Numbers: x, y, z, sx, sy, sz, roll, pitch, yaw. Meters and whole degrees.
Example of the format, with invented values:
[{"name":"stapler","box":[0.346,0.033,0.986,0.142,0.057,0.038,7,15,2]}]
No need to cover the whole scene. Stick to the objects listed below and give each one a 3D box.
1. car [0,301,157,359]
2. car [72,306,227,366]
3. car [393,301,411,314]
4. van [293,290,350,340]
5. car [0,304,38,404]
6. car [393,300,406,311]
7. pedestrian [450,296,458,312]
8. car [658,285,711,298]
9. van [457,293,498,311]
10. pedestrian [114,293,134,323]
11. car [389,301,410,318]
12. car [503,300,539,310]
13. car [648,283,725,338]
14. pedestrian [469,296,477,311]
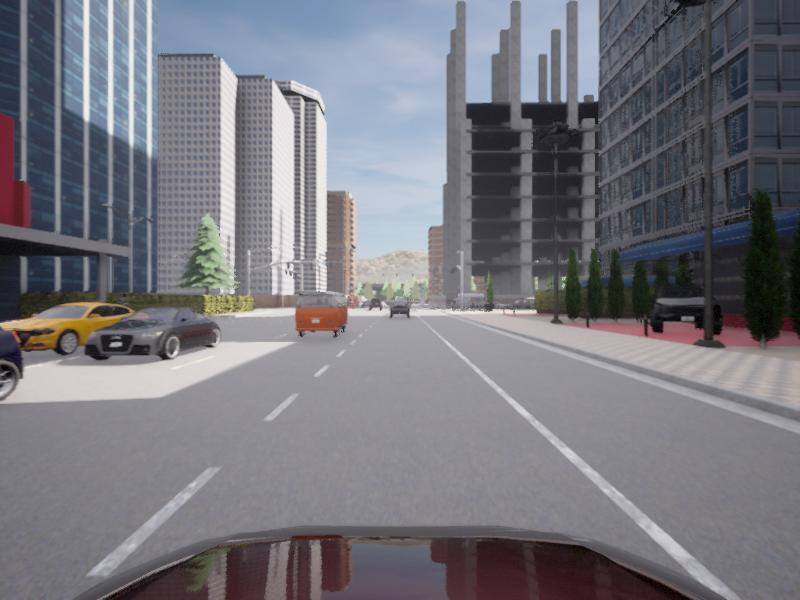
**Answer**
[{"name":"car","box":[-10.501,0.822,13.220,1.882,1.535,5.008,0,0,0]},{"name":"car","box":[-7.008,0.906,11.848,1.994,1.385,4.181,0,0,-1]},{"name":"car","box":[0.265,0.848,47.997,1.970,1.475,3.806,0,0,4]},{"name":"van","box":[-3.432,0.597,18.335,1.775,1.987,4.442,0,0,-1]},{"name":"car","box":[-7.002,0.826,4.901,1.845,1.501,3.633,0,0,0]},{"name":"car","box":[-0.119,0.817,60.932,1.882,1.535,5.008,0,0,-1]},{"name":"pedestrian","box":[6.602,0.480,48.871,0.751,1.860,0.751,0,0,-3]},{"name":"car","box":[12.430,-0.348,17.571,1.750,0.535,1.642,0,0,31]},{"name":"van","box":[11.629,0.315,60.377,5.915,2.561,1.988,0,0,0]},{"name":"pedestrian","box":[-17.464,0.482,25.297,0.751,1.860,0.751,0,0,4]},{"name":"car","box":[-0.006,0.842,37.335,1.837,1.490,4.892,0,0,0]},{"name":"car","box":[19.239,0.776,63.827,5.027,1.651,2.152,0,0,0]},{"name":"car","box":[13.120,0.400,18.741,2.390,2.098,6.274,0,0,31]},{"name":"pedestrian","box":[9.361,0.480,51.226,0.751,1.860,0.751,0,0,-6]}]
